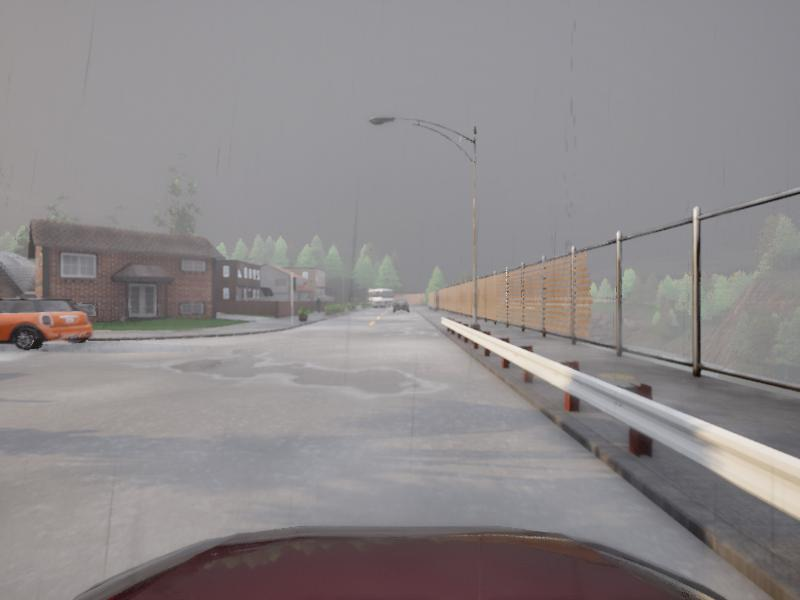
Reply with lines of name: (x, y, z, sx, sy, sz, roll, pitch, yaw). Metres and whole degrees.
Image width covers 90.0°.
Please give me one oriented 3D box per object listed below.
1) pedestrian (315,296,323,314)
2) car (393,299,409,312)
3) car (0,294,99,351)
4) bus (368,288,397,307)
pedestrian: (-8.668, 0.545, 42.732, 0.751, 1.860, 0.751, 0, 0, -3)
car: (0.166, 0.708, 55.463, 2.097, 1.767, 4.553, 0, 0, 0)
car: (-13.173, 0.699, 13.482, 4.553, 1.767, 2.097, 0, 0, 2)
bus: (-4.349, -0.514, 96.077, 3.944, 4.253, 10.273, 0, 0, -22)
